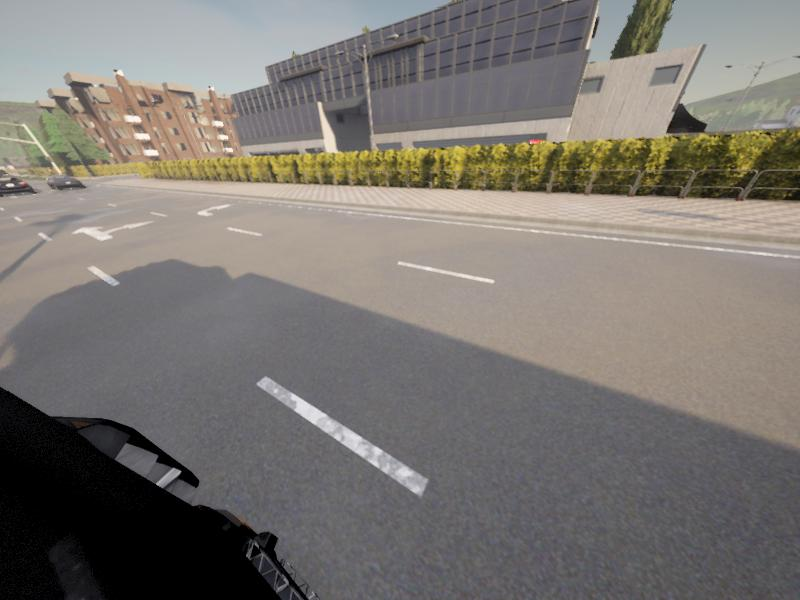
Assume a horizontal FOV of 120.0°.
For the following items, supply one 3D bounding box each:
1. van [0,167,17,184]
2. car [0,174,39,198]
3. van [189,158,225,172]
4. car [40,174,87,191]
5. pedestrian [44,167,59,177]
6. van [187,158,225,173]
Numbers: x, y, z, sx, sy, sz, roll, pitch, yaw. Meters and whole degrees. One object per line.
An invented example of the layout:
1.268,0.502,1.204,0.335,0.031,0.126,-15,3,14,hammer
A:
-74.934,-23.374,43.193,5.915,2.561,1.988,15,38,26,van
-38.568,-11.346,22.804,4.611,1.667,2.242,17,38,27,car
-36.725,-25.755,44.074,2.069,2.038,4.480,16,38,27,van
-36.859,-12.918,25.308,4.181,1.385,1.994,16,38,26,car
-74.263,-27.205,49.218,0.751,1.860,0.751,14,37,24,pedestrian
-34.557,-24.055,41.374,1.775,1.987,4.442,16,38,27,van
